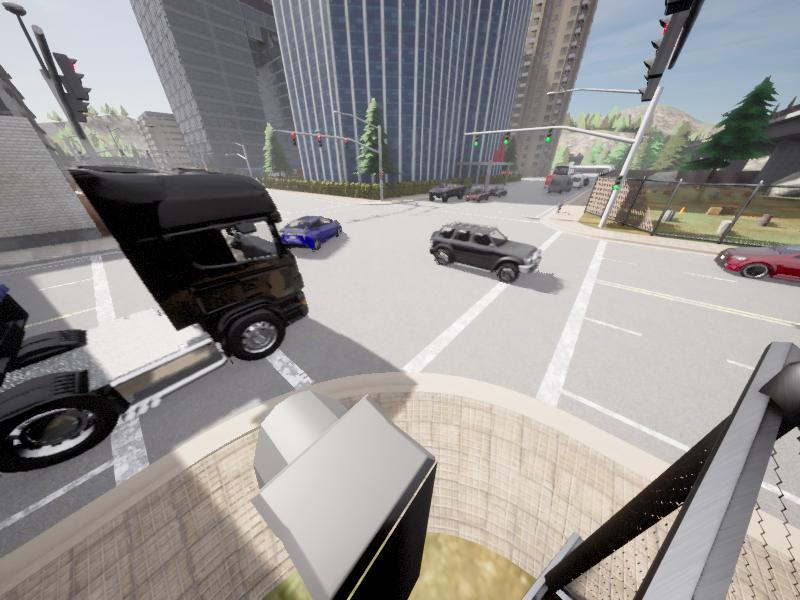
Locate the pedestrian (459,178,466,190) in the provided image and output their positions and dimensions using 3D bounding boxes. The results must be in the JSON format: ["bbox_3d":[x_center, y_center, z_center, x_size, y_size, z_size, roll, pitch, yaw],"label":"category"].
[{"bbox_3d":[11.897,-22.051,43.875,0.751,1.860,0.751,20,36,31],"label":"pedestrian"}]

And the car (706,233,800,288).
[{"bbox_3d":[15.948,-1.437,9.126,4.181,1.385,1.994,23,37,34],"label":"car"}]

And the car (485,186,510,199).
[{"bbox_3d":[14.654,-16.286,34.735,1.994,1.385,4.181,22,37,33],"label":"car"}]

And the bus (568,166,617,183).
[{"bbox_3d":[57.966,-38.197,69.904,10.273,4.253,3.944,23,37,34],"label":"bus"}]

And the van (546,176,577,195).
[{"bbox_3d":[27.070,-19.283,38.745,5.915,2.561,1.988,-23,37,-35],"label":"van"}]

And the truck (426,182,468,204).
[{"bbox_3d":[6.327,-14.354,30.659,2.390,2.098,6.274,23,37,34],"label":"truck"}]

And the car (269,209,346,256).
[{"bbox_3d":[-5.086,-4.121,13.557,2.007,1.525,4.514,5,30,9],"label":"car"}]

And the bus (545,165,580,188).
[{"bbox_3d":[36.990,-28.217,52.516,3.944,4.253,10.273,23,37,34],"label":"bus"}]

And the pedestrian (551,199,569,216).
[{"bbox_3d":[14.200,-8.233,20.501,0.751,1.300,0.751,-19,35,-29],"label":"pedestrian"}]

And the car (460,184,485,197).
[{"bbox_3d":[11.378,-17.082,36.037,1.812,1.442,4.674,23,37,34],"label":"car"}]

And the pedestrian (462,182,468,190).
[{"bbox_3d":[12.222,-21.483,43.451,0.751,1.300,0.751,6,31,10],"label":"pedestrian"}]

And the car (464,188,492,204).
[{"bbox_3d":[10.164,-13.647,30.058,1.816,1.474,4.193,23,37,34],"label":"car"}]

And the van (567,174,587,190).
[{"bbox_3d":[36.526,-24.377,47.580,1.988,2.561,5.915,23,37,34],"label":"van"}]

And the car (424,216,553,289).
[{"bbox_3d":[3.542,-2.306,10.059,4.605,1.855,1.932,22,37,34],"label":"car"}]

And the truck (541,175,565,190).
[{"bbox_3d":[30.920,-23.734,46.528,2.627,2.467,5.204,23,37,34],"label":"truck"}]

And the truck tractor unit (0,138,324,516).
[{"bbox_3d":[-5.329,-0.131,3.937,3.053,4.208,6.516,22,37,33],"label":"truck tractor unit"}]
